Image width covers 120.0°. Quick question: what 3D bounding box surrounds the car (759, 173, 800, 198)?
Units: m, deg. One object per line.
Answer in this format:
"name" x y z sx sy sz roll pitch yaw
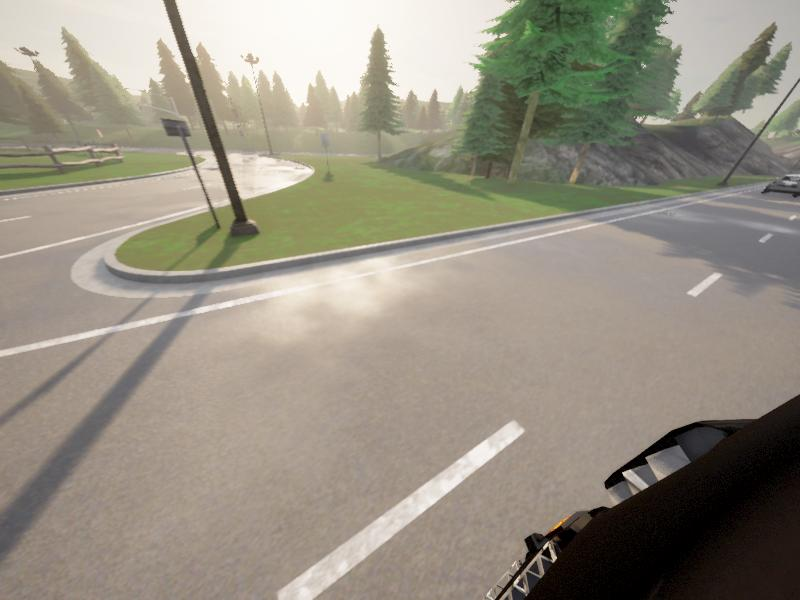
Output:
"car" 32.491 -9.591 19.235 3.806 1.475 1.970 -16 38 -26
